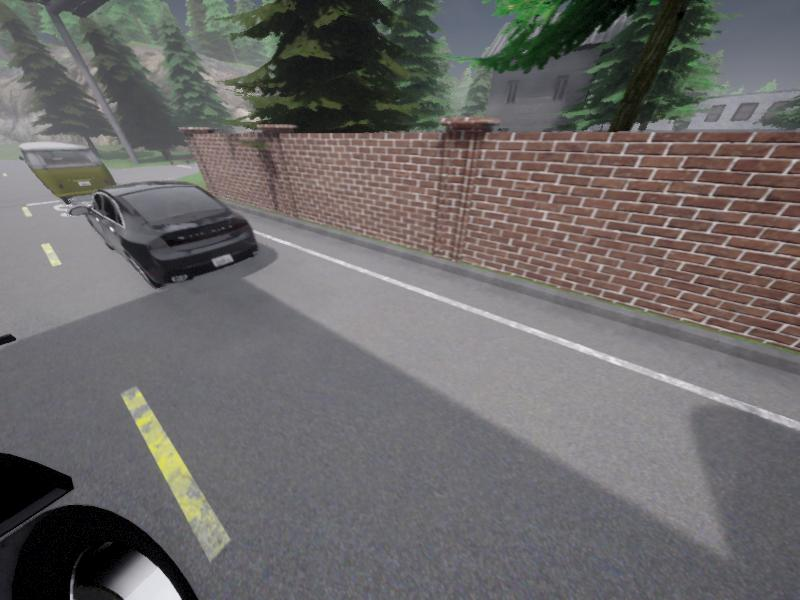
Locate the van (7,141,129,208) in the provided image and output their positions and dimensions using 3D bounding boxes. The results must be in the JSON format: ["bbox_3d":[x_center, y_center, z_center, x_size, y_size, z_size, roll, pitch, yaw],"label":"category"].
[{"bbox_3d":[-14.040,-5.463,9.797,4.442,1.987,1.775,22,41,27],"label":"van"}]

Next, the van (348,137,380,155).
[{"bbox_3d":[-5.213,-22.659,33.907,2.069,2.038,4.480,21,40,26],"label":"van"}]

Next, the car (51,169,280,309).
[{"bbox_3d":[-5.101,-1.712,4.999,4.892,1.490,1.837,22,41,27],"label":"car"}]
